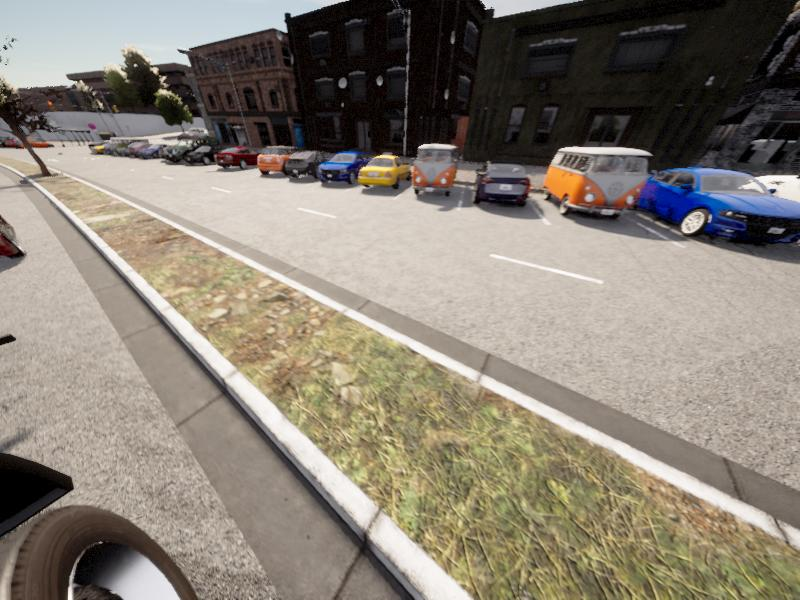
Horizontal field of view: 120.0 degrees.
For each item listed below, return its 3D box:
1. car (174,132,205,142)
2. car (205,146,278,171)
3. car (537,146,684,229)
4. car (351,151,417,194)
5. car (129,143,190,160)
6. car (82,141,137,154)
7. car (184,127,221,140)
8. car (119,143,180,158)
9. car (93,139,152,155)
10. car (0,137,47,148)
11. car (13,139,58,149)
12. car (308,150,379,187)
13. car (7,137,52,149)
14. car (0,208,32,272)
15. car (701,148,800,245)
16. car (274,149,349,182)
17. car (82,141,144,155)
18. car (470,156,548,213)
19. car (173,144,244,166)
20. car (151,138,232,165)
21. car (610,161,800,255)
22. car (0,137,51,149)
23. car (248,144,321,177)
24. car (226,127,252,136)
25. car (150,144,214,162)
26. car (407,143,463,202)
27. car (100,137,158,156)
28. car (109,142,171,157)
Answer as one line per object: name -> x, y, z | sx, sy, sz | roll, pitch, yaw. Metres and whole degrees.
car -> -45.429, -35.229, 49.871 | 4.674, 1.452, 2.002 | 3, 41, 3
car -> -13.115, -12.137, 19.633 | 2.097, 1.535, 5.008 | 8, 35, 11
car -> 6.745, -4.292, 8.286 | 1.878, 1.987, 4.442 | 10, 35, 12
car -> -0.589, -7.296, 12.878 | 1.946, 1.575, 5.366 | 9, 35, 12
car -> -28.404, -17.775, 27.563 | 2.002, 1.452, 4.674 | 7, 35, 9
car -> -43.909, -23.205, 35.121 | 2.163, 1.488, 4.792 | 5, 35, 7
car -> -44.152, -37.259, 51.752 | 5.566, 2.045, 2.435 | 3, 41, 3
car -> -30.993, -18.687, 28.833 | 2.002, 1.452, 4.674 | 6, 35, 9
car -> -38.782, -21.530, 32.511 | 2.185, 1.767, 4.553 | 6, 35, 8
car -> -85.738, -35.686, 52.313 | 2.435, 2.045, 5.566 | 3, 35, 3
car -> -77.541, -33.329, 49.279 | 2.185, 1.767, 4.553 | 3, 35, 4
car -> -3.100, -8.197, 14.134 | 2.097, 1.535, 5.008 | 9, 35, 11
car -> -80.270, -34.112, 50.184 | 1.878, 1.987, 4.442 | 3, 35, 3
car -> -10.159, -1.543, 4.825 | 4.181, 1.385, 1.994 | 22, 40, 27
car -> 11.687, -2.376, 5.568 | 2.435, 2.045, 5.566 | 9, 35, 12
car -> -5.599, -9.182, 15.511 | 2.231, 1.521, 4.892 | 9, 35, 12
car -> -41.440, -22.185, 33.627 | 1.946, 1.575, 5.366 | 6, 35, 7
car -> 4.310, -5.172, 9.960 | 2.163, 1.488, 4.792 | 9, 35, 12
car -> -18.164, -14.066, 22.324 | 2.097, 1.535, 5.008 | 8, 35, 10
car -> -20.712, -15.203, 23.477 | 2.435, 2.045, 5.566 | 8, 35, 9
car -> 9.228, -3.163, 7.100 | 2.097, 1.535, 5.008 | 10, 35, 12
car -> -82.995, -34.921, 51.258 | 2.435, 2.045, 5.566 | 3, 35, 3
car -> -8.100, -10.271, 16.813 | 2.185, 1.767, 4.553 | 8, 35, 11
car -> -40.419, -42.494, 58.130 | 4.892, 1.521, 2.231 | 3, 41, 3
car -> -23.274, -15.920, 24.977 | 2.002, 1.452, 4.674 | 7, 35, 10
car -> 1.816, -6.308, 11.104 | 1.878, 1.987, 4.442 | 9, 35, 12
car -> -36.196, -20.643, 31.099 | 1.878, 1.987, 4.442 | 7, 35, 8
car -> -33.576, -19.628, 30.079 | 2.231, 1.521, 4.892 | 7, 35, 8
